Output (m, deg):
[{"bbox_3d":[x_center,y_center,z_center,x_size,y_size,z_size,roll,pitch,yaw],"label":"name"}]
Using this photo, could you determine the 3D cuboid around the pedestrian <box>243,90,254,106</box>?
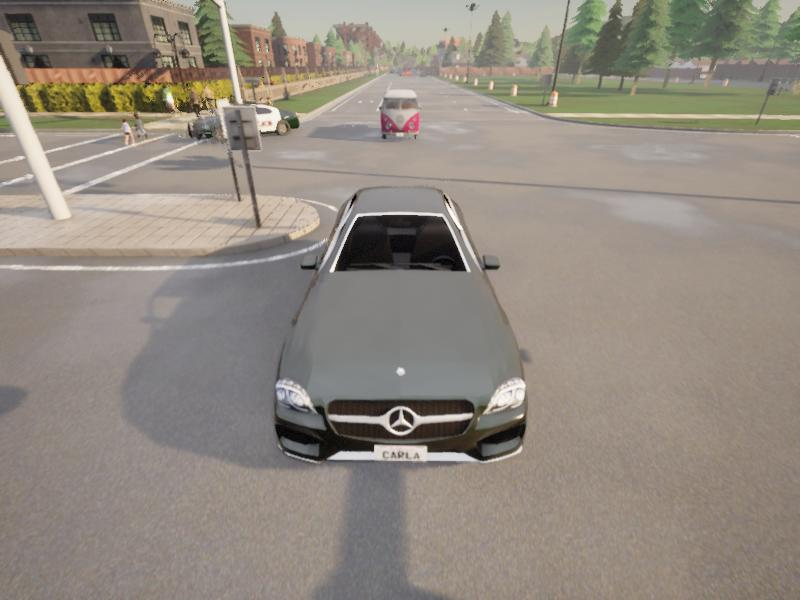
[{"bbox_3d":[-12.489,-16.682,33.015,0.500,1.100,0.500,0,30,0],"label":"pedestrian"}]

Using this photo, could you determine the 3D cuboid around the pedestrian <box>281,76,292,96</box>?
[{"bbox_3d":[-12.437,-23.493,43.887,0.751,1.860,0.751,0,30,0],"label":"pedestrian"}]

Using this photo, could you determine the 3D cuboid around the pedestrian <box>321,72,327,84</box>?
[{"bbox_3d":[-13.451,-39.200,70.694,0.751,1.860,0.751,0,30,1],"label":"pedestrian"}]

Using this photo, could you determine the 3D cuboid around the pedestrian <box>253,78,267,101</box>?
[{"bbox_3d":[-13.153,-19.855,37.678,0.751,1.860,0.751,-1,30,-1],"label":"pedestrian"}]

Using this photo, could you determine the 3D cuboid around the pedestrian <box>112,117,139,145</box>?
[{"bbox_3d":[-11.886,-7.338,17.368,0.500,1.100,0.500,0,30,0],"label":"pedestrian"}]

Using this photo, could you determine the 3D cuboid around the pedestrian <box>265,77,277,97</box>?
[{"bbox_3d":[-13.347,-22.065,41.450,0.751,1.860,0.751,-1,30,-2],"label":"pedestrian"}]

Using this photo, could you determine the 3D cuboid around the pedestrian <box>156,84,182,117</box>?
[{"bbox_3d":[-14.762,-12.799,25.635,0.751,1.860,0.751,0,30,0],"label":"pedestrian"}]

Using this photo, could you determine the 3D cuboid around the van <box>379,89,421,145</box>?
[{"bbox_3d":[0.000,-8.891,19.191,1.775,1.987,4.442,0,30,0],"label":"van"}]

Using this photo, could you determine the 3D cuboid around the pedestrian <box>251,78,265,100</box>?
[{"bbox_3d":[-13.570,-20.186,38.243,0.751,1.860,0.751,-20,36,-31],"label":"pedestrian"}]

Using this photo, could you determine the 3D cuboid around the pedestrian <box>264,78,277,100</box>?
[{"bbox_3d":[-12.455,-20.371,38.558,0.751,1.860,0.751,-1,30,-1],"label":"pedestrian"}]

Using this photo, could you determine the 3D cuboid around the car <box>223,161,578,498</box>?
[{"bbox_3d":[0.003,-0.369,5.010,2.152,1.651,5.027,0,30,0],"label":"car"}]

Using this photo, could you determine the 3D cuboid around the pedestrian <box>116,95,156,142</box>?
[{"bbox_3d":[-11.863,-8.174,18.047,0.751,1.860,0.751,-2,30,-3],"label":"pedestrian"}]

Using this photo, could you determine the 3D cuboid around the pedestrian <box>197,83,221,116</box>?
[{"bbox_3d":[-12.424,-13.065,26.089,0.751,1.860,0.751,2,30,4],"label":"pedestrian"}]

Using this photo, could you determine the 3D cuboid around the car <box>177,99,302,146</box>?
[{"bbox_3d":[-7.493,-8.609,19.160,4.974,1.542,2.038,-25,39,-36],"label":"car"}]

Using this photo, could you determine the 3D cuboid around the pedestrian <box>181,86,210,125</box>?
[{"bbox_3d":[-11.196,-10.686,21.970,0.751,1.860,0.751,0,30,0],"label":"pedestrian"}]
